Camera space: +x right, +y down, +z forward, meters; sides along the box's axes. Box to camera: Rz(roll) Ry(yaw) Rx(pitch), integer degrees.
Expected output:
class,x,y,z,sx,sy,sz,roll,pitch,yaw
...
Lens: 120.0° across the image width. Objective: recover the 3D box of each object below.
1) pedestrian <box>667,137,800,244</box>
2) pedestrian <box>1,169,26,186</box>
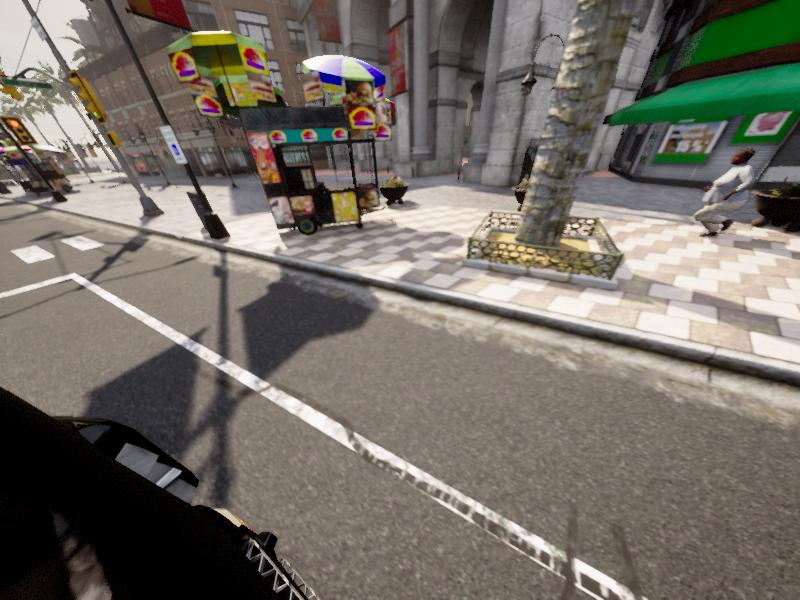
class,x,y,z,sx,sy,sz,roll,pitch,yaw
pedestrian,6.726,-2.233,4.809,0.751,1.860,0.751,18,39,29
pedestrian,-50.279,-15.914,30.089,0.751,1.860,0.751,24,42,35
